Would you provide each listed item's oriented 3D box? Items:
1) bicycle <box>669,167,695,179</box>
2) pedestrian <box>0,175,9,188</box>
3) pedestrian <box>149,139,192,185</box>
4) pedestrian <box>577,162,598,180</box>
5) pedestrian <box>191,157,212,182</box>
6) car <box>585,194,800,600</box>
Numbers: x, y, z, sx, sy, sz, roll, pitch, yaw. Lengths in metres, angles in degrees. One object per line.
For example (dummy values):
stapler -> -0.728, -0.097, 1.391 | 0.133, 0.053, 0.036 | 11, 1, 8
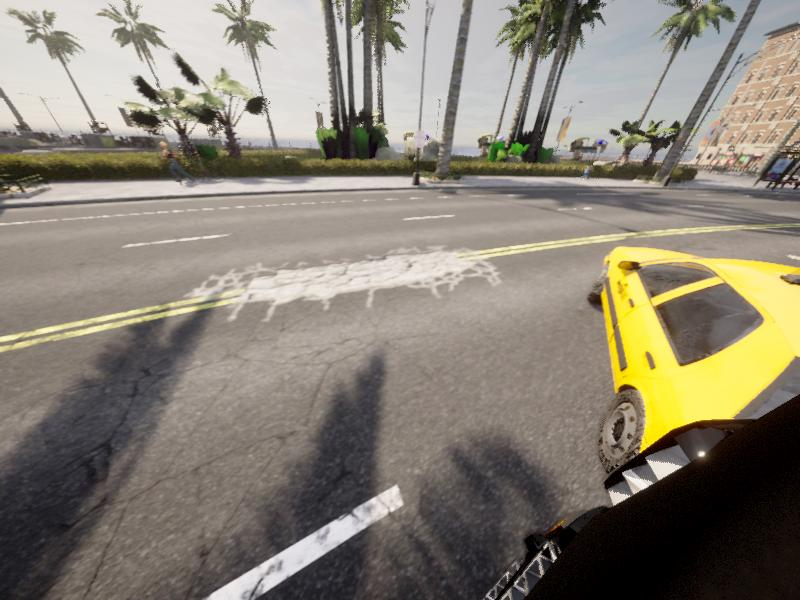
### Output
bicycle -> 31.098, -14.000, 25.464 | 1.643, 1.024, 0.373 | 7, 34, 7
pedestrian -> -16.797, -5.162, 9.306 | 0.500, 1.100, 0.500 | -24, 42, -34
pedestrian -> -11.205, -6.779, 11.369 | 0.751, 1.860, 0.751 | -15, 38, -24
pedestrian -> 16.533, -11.392, 20.399 | 0.751, 1.300, 0.751 | -4, 34, -9
pedestrian -> -10.678, -7.020, 12.445 | 0.500, 1.100, 0.500 | -19, 39, -29
car -> 3.188, 0.350, 2.129 | 1.801, 1.575, 5.366 | 21, 39, 26
